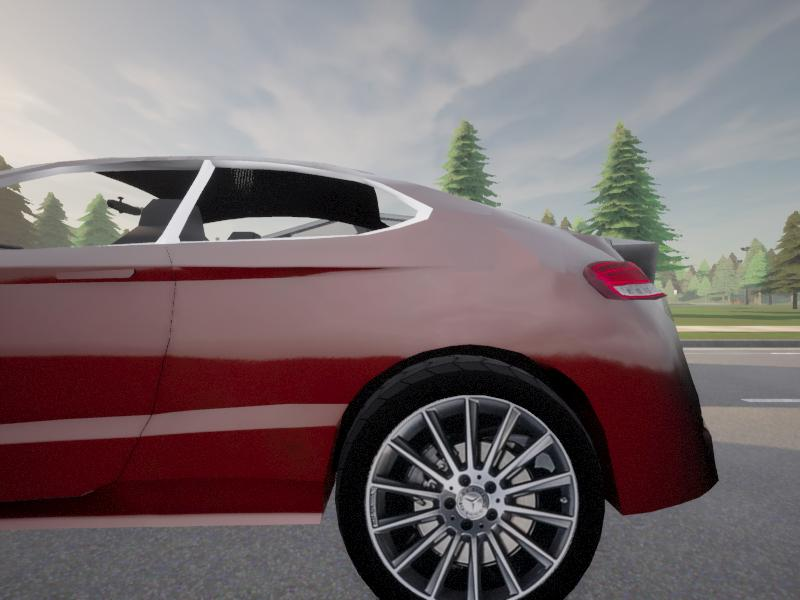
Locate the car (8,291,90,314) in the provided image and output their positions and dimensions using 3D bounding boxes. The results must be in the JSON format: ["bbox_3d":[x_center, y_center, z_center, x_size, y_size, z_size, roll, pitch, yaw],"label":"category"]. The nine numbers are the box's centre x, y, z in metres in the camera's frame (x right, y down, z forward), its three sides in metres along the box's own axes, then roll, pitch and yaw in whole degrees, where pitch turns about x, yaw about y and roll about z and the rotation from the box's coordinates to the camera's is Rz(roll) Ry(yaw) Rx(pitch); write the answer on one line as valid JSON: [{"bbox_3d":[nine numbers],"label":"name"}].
[{"bbox_3d":[-26.756,0.154,30.780,2.033,1.649,4.856,0,0,1],"label":"car"}]

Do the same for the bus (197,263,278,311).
[{"bbox_3d":[-16.009,-1.148,40.601,3.944,4.253,10.273,0,0,1],"label":"bus"}]

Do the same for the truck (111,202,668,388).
[{"bbox_3d":[-0.117,-0.058,5.701,6.274,2.098,2.390,0,0,0],"label":"truck"}]

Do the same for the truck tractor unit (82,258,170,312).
[{"bbox_3d":[-23.203,-1.137,34.407,3.053,4.208,6.516,0,0,1],"label":"truck tractor unit"}]

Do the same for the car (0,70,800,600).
[{"bbox_3d":[-1.307,0.179,2.200,5.027,1.651,2.152,0,0,0],"label":"car"}]

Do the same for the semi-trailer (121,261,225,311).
[{"bbox_3d":[-23.086,-1.240,42.327,2.717,4.402,14.254,0,0,1],"label":"semi-trailer"}]
